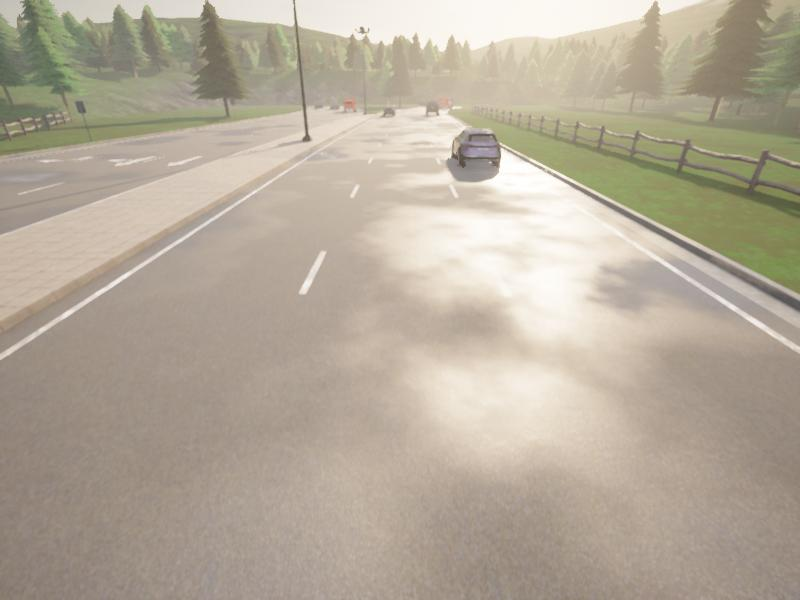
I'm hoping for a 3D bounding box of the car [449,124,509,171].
[{"bbox_3d":[3.727,-7.648,19.775,2.033,1.649,4.856,0,27,1],"label":"car"}]

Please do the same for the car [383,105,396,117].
[{"bbox_3d":[-1.660,-30.475,64.454,1.837,1.490,4.892,1,27,2],"label":"car"}]

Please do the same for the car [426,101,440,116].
[{"bbox_3d":[5.490,-32.550,67.904,2.150,2.045,5.566,1,27,3],"label":"car"}]

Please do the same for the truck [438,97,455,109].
[{"bbox_3d":[11.338,-47.649,96.876,2.627,2.467,5.204,11,29,21],"label":"truck"}]

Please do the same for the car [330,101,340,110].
[{"bbox_3d":[-14.828,-44.285,91.107,2.097,1.767,4.553,-4,27,-7],"label":"car"}]

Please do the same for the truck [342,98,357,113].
[{"bbox_3d":[-9.873,-38.194,78.465,2.627,2.467,5.204,-2,27,-4],"label":"truck"}]

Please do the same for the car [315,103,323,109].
[{"bbox_3d":[-19.868,-47.691,98.289,1.895,1.301,4.718,-5,28,-9],"label":"car"}]
